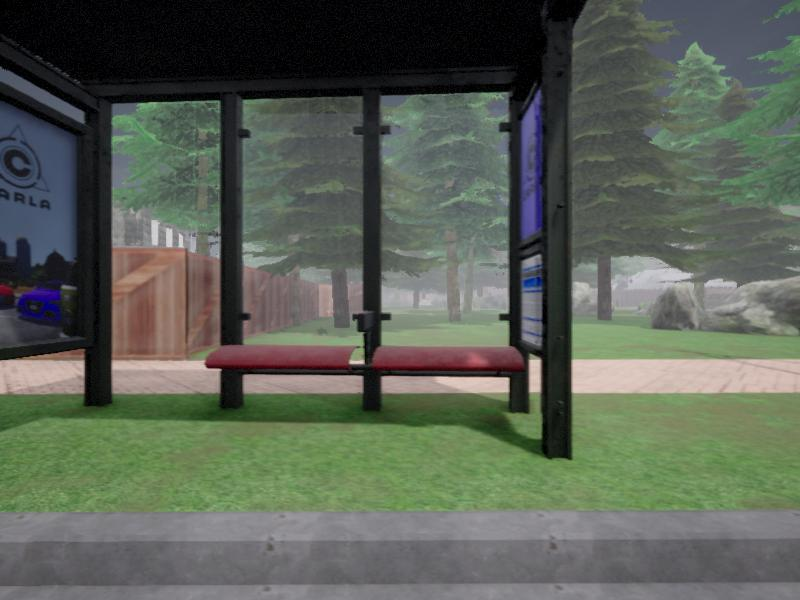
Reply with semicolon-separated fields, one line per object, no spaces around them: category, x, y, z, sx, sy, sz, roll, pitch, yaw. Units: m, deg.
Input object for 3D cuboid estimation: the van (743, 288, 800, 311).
van;33.516;-0.024;35.774;1.775;1.987;4.442;0;0;-2
